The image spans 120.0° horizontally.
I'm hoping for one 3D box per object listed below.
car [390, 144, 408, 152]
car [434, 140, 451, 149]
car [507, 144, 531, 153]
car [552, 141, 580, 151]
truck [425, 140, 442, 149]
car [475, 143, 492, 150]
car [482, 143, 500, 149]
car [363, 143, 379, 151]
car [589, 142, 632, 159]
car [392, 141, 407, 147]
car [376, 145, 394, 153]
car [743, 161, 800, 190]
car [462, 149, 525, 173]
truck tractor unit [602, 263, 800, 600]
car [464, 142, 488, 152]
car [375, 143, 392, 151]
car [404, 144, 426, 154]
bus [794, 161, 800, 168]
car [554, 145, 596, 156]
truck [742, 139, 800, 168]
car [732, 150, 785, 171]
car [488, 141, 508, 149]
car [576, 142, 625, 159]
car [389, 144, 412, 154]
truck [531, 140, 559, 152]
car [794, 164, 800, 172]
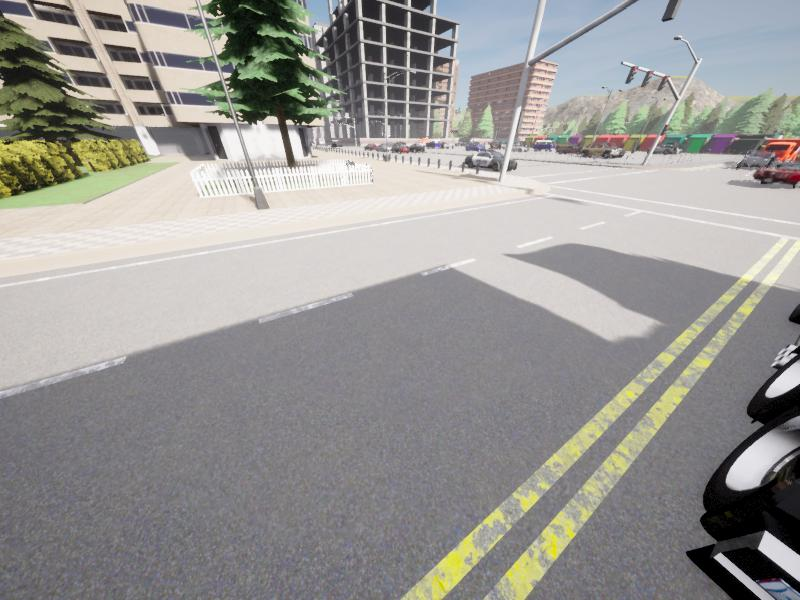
[{"bbox_3d":[-0.343,-33.022,50.135,1.812,1.442,4.674,-18,39,-25],"label":"car"},{"bbox_3d":[11.196,-41.331,61.496,1.932,1.855,4.605,-18,39,-24],"label":"car"},{"bbox_3d":[24.330,-31.196,47.466,1.970,1.475,3.806,-18,39,-24],"label":"car"},{"bbox_3d":[38.930,-36.208,54.345,1.932,1.855,4.605,-18,39,-24],"label":"car"},{"bbox_3d":[8.723,-40.557,60.201,2.069,2.038,4.478,-18,39,-24],"label":"truck"},{"bbox_3d":[21.793,-40.330,60.560,1.970,1.475,3.806,-18,39,-24],"label":"car"},{"bbox_3d":[24.303,-41.173,61.733,1.784,1.438,3.905,-18,39,-24],"label":"car"},{"bbox_3d":[-6.723,-35.340,53.416,1.812,1.442,4.674,-18,39,-24],"label":"car"},{"bbox_3d":[30.702,-21.946,33.816,1.905,1.878,3.866,-18,39,-24],"label":"car"},{"bbox_3d":[-0.159,-52.203,77.291,4.892,1.490,1.837,-18,39,-25],"label":"car"},{"bbox_3d":[-3.219,-31.823,48.523,1.895,1.301,4.718,-18,39,-24],"label":"car"},{"bbox_3d":[24.341,-7.293,13.511,4.718,1.301,1.895,4,35,5],"label":"car"},{"bbox_3d":[8.219,-12.627,20.845,2.038,1.542,4.974,-18,39,-24],"label":"car"},{"bbox_3d":[5.107,-0.304,0.785,6.516,4.208,3.053,-18,39,-24],"label":"truck tractor unit"},{"bbox_3d":[16.243,-32.866,49.679,2.242,1.667,4.611,-18,39,-24],"label":"car"},{"bbox_3d":[-3.984,-36.605,55.296,2.033,1.411,5.357,-18,39,-24],"label":"car"},{"bbox_3d":[2.913,-29.849,45.522,1.882,1.535,5.008,-18,39,-25],"label":"car"},{"bbox_3d":[47.601,-16.327,24.065,10.273,4.253,3.944,-17,38,-23],"label":"bus"},{"bbox_3d":[29.841,-25.723,39.639,2.033,1.415,5.357,-18,39,-24],"label":"car"},{"bbox_3d":[40.589,-15.798,24.812,5.204,2.467,2.627,-17,39,-23],"label":"truck"},{"bbox_3d":[34.647,-13.546,22.358,3.633,1.501,1.845,-18,39,-24],"label":"car"},{"bbox_3d":[26.604,-42.128,62.753,1.932,1.855,4.605,-18,39,-24],"label":"car"},{"bbox_3d":[28.167,-21.159,32.662,1.932,1.855,4.605,-18,39,-24],"label":"car"},{"bbox_3d":[-0.021,-28.739,43.956,2.163,1.488,4.792,-18,39,-24],"label":"car"},{"bbox_3d":[31.837,-33.938,50.869,2.069,2.038,4.478,-18,39,-24],"label":"truck"},{"bbox_3d":[38.890,-12.644,21.014,5.027,1.651,2.152,-18,39,-24],"label":"car"}]
